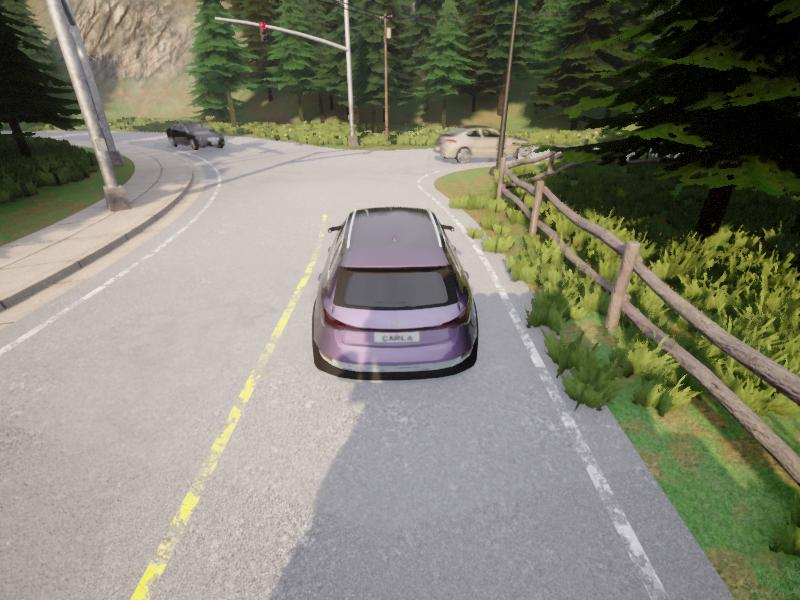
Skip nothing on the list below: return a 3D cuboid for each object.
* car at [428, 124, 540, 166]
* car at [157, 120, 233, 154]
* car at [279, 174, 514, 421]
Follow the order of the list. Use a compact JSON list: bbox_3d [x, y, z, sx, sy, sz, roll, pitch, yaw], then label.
[{"bbox_3d":[4.213,-7.955,20.371,5.027,1.651,2.152,-8,28,-15],"label":"car"},{"bbox_3d":[-12.731,-10.209,24.818,4.902,1.511,2.128,22,34,36],"label":"car"},{"bbox_3d":[-0.114,-0.598,5.992,2.033,1.649,4.856,-1,27,-2],"label":"car"}]
